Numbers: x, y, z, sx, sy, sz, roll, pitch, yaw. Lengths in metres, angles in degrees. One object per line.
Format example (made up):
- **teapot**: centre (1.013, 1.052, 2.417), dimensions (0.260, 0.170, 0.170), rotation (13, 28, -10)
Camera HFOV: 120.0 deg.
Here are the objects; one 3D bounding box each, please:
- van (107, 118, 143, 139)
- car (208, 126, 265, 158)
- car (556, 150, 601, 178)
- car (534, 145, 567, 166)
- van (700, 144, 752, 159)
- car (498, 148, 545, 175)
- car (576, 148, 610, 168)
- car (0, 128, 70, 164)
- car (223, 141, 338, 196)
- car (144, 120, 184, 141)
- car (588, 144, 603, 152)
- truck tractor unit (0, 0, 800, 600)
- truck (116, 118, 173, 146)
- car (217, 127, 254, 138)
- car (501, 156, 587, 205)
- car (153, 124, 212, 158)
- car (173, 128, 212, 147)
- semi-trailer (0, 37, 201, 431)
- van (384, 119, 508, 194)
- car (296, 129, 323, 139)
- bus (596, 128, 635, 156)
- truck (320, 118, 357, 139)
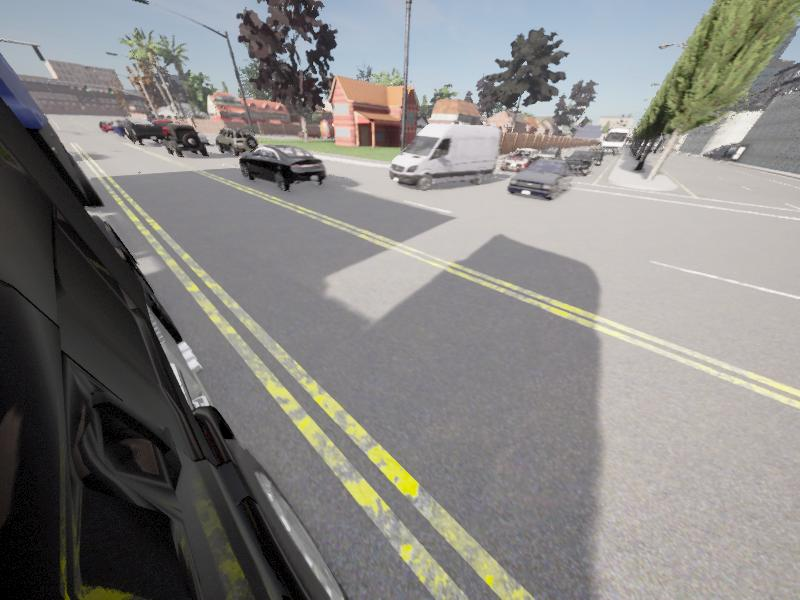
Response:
- **van**: centre (-35.394, -22.046, 29.730), dimensions (4.442, 1.987, 1.775), rotation (28, 43, 30)
- **car**: centre (-13.551, -13.149, 19.170), dimensions (4.605, 1.855, 1.932), rotation (29, 43, 30)
- **car**: centre (14.108, -10.778, 18.134), dimensions (1.837, 1.490, 4.892), rotation (27, 43, 30)
- **car**: centre (15.932, -15.313, 24.398), dimensions (1.789, 1.549, 3.705), rotation (27, 43, 30)
- **van**: centre (71.841, -32.850, 51.128), dimensions (5.915, 2.561, 1.988), rotation (26, 42, 31)
- **car**: centre (9.450, -10.829, 17.900), dimensions (1.970, 1.475, 3.806), rotation (27, 43, 30)
- **car**: centre (20.962, -15.501, 25.024), dimensions (2.007, 1.525, 4.514), rotation (27, 43, 30)
- **car**: centre (-21.093, -8.855, 13.217), dimensions (4.181, 1.385, 1.994), rotation (28, 43, 30)
- **car**: centre (-5.332, -6.013, 10.287), dimensions (4.902, 1.511, 2.128), rotation (26, 42, 28)
- **car**: centre (-31.484, -22.705, 30.847), dimensions (5.566, 2.045, 2.150), rotation (27, 43, 30)
- **car**: centre (47.679, -37.128, 56.364), dimensions (1.882, 1.535, 5.008), rotation (27, 43, 30)
- **truck tractor unit**: centre (-2.645, -0.295, 0.352), dimensions (6.516, 4.208, 3.053), rotation (28, 44, 30)
- **truck**: centre (-26.351, -17.317, 23.799), dimensions (6.274, 2.098, 2.390), rotation (28, 43, 30)
- **car**: centre (-29.249, -29.852, 41.248), dimensions (1.837, 1.490, 4.892), rotation (26, 42, 29)
- **car**: centre (7.113, -5.998, 11.213), dimensions (2.033, 1.411, 5.357), rotation (29, 43, 31)
- **car**: centre (-16.277, -11.933, 17.305), dimensions (3.866, 1.878, 1.905), rotation (27, 43, 30)
- **car**: centre (-22.705, -17.838, 25.287), dimensions (3.806, 1.475, 1.970), rotation (28, 43, 30)
- **semi-trailer**: centre (-8.702, -3.577, 4.261), dimensions (14.254, 4.402, 2.717), rotation (28, 43, 30)
- **van**: centre (2.287, -7.104, 11.427), dimensions (5.915, 2.561, 1.988), rotation (-21, 43, -29)
- **car**: centre (-19.921, -36.508, 50.855), dimensions (2.152, 1.651, 5.027), rotation (27, 42, 29)
- **bus**: centre (44.319, -32.505, 47.524), dimensions (3.944, 4.253, 10.273), rotation (27, 43, 30)
- **truck**: centre (-14.596, -41.168, 55.717), dimensions (2.891, 3.827, 8.468), rotation (27, 42, 29)
